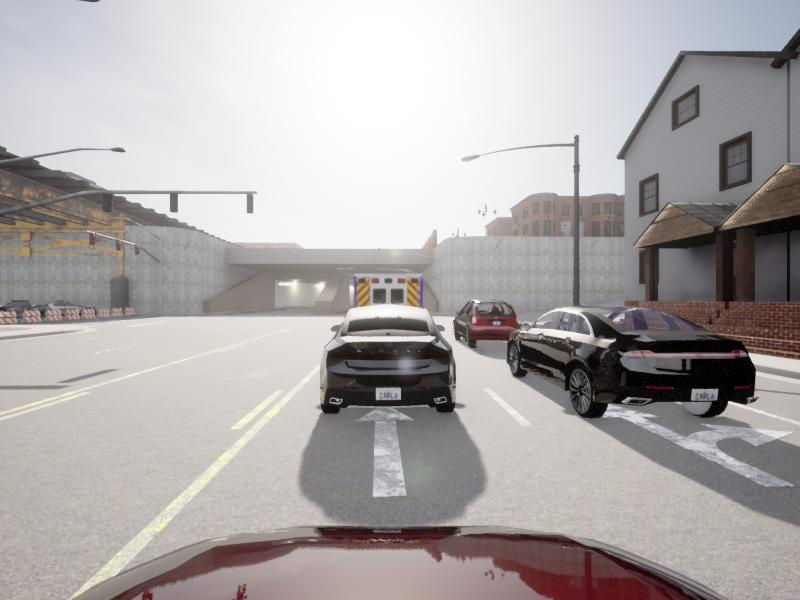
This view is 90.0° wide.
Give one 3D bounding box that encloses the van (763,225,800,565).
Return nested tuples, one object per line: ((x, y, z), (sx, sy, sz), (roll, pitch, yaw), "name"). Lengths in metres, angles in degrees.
((3.492, 0.572, 0.423), (2.069, 2.038, 4.480), (0, 0, -2), "van")

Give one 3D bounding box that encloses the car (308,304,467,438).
((-0.209, 0.845, 7.073), (1.837, 1.490, 4.892), (0, 0, -2), "car")

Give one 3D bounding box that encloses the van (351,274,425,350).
((-0.471, 0.378, 15.890), (2.351, 2.431, 6.366), (0, 0, -2), "van")

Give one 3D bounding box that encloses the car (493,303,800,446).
((3.293, 0.836, 6.852), (2.128, 1.511, 4.902), (0, 0, -2), "car")

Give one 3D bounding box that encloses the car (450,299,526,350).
((3.063, 0.788, 14.797), (1.851, 1.617, 3.988), (0, 0, -2), "car")

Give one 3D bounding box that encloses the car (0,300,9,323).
((-28.966, 0.796, 26.003), (2.038, 1.542, 4.974), (0, 0, 42), "car")

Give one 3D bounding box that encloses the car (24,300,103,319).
((-30.069, 0.796, 35.949), (2.038, 1.542, 4.974), (0, 0, 27), "car")

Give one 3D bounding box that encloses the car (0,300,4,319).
((-29.000, 0.638, 25.964), (1.853, 1.218, 4.536), (0, 0, 42), "car")

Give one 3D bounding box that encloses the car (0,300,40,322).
((-29.116, 0.796, 30.609), (2.038, 1.542, 4.974), (0, 0, -38), "car")

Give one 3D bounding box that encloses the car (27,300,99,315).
((-30.092, 0.638, 35.903), (1.853, 1.218, 4.536), (0, 0, 27), "car")
